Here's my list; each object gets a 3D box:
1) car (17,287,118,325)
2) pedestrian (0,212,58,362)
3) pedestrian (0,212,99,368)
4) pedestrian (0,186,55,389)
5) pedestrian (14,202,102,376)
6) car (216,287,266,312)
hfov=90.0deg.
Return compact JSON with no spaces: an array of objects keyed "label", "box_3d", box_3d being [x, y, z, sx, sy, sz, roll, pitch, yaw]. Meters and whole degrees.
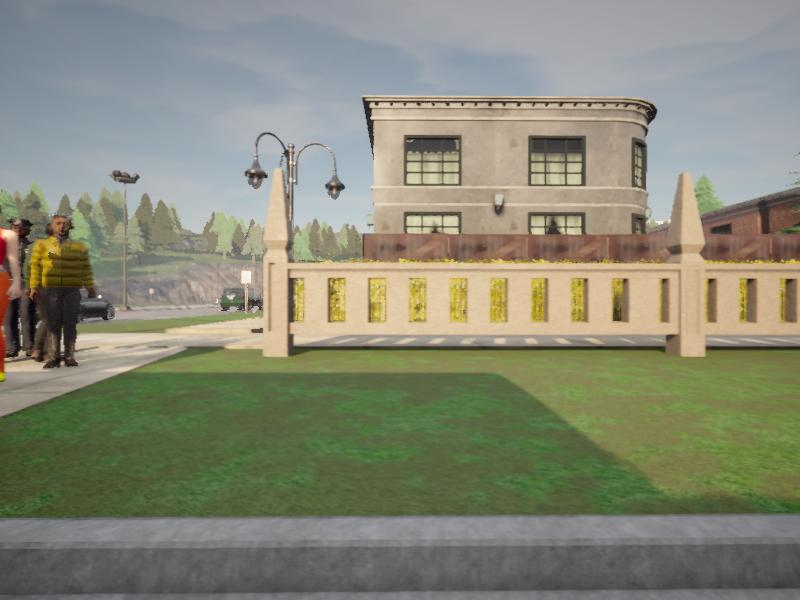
[{"label":"car","box_3d":[-14.433,0.241,17.676,1.970,1.475,3.806,0,0,-13]},{"label":"pedestrian","box_3d":[-5.102,-0.163,5.367,0.751,1.860,0.751,0,0,-38]},{"label":"pedestrian","box_3d":[-4.550,-0.119,5.172,0.751,1.860,0.751,0,0,-2]},{"label":"pedestrian","box_3d":[-4.059,-0.119,3.939,0.751,1.860,0.751,0,0,-16]},{"label":"pedestrian","box_3d":[-4.069,-0.119,4.820,0.751,1.860,0.751,0,0,-37]},{"label":"car","box_3d":[-13.483,-0.043,34.444,2.150,2.045,5.566,0,0,-1]}]
